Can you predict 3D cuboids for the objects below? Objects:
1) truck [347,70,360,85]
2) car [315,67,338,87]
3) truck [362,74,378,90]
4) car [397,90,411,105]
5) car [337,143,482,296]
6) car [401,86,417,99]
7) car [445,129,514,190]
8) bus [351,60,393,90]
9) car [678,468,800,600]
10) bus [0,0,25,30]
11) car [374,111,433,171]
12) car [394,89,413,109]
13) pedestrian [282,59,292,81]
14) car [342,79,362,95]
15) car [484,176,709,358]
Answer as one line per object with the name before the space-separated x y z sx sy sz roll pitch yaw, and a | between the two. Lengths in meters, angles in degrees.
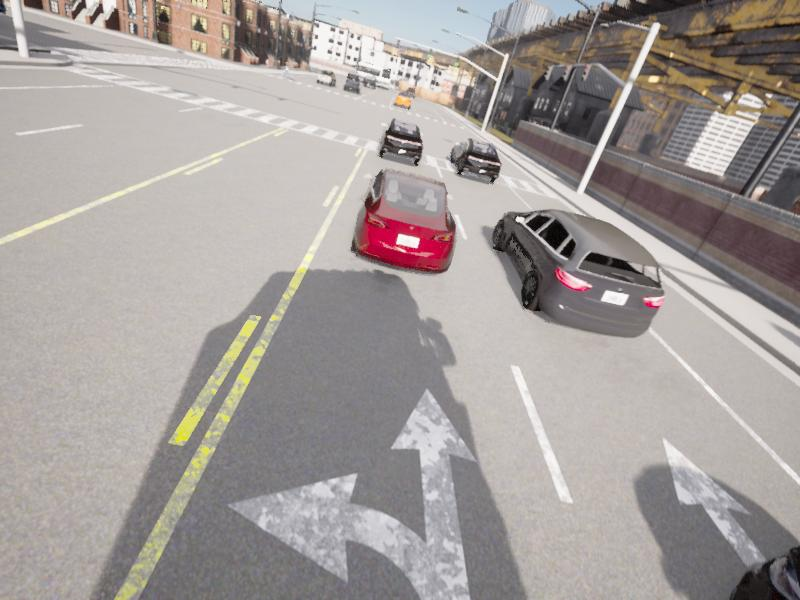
truck | -9.534 -45.613 81.877 2.390 2.098 6.274 9 29 -12
car | -9.613 -29.302 52.625 1.932 1.855 4.605 12 28 -6
truck | -5.970 -43.416 79.725 2.390 2.098 6.274 12 28 -6
car | 0.619 -31.912 62.912 1.882 1.535 5.008 12 28 -6
car | 0.141 -2.097 8.893 2.163 1.488 4.792 12 28 -6
car | 1.996 -47.771 91.893 1.905 1.878 3.866 2 31 -24
car | 3.629 -6.926 19.356 2.128 1.511 4.902 12 28 -6
bus | -7.007 -55.132 98.059 3.944 4.253 10.273 -16 41 -44
car | 3.463 3.118 1.207 1.812 1.442 4.674 12 28 -6
bus | -28.571 -19.297 22.381 10.273 4.253 3.944 12 28 -6
car | 0.050 -7.523 18.609 2.128 1.511 4.902 11 28 -8
car | 0.476 -26.639 53.045 2.097 1.767 4.553 13 28 -5
pedestrian | -12.202 -24.852 43.239 0.751 1.860 0.751 10 29 -11
car | -6.277 -28.242 52.952 1.994 1.385 4.181 12 28 -6
car | 3.556 -1.050 8.541 2.242 1.667 4.611 12 28 -6
